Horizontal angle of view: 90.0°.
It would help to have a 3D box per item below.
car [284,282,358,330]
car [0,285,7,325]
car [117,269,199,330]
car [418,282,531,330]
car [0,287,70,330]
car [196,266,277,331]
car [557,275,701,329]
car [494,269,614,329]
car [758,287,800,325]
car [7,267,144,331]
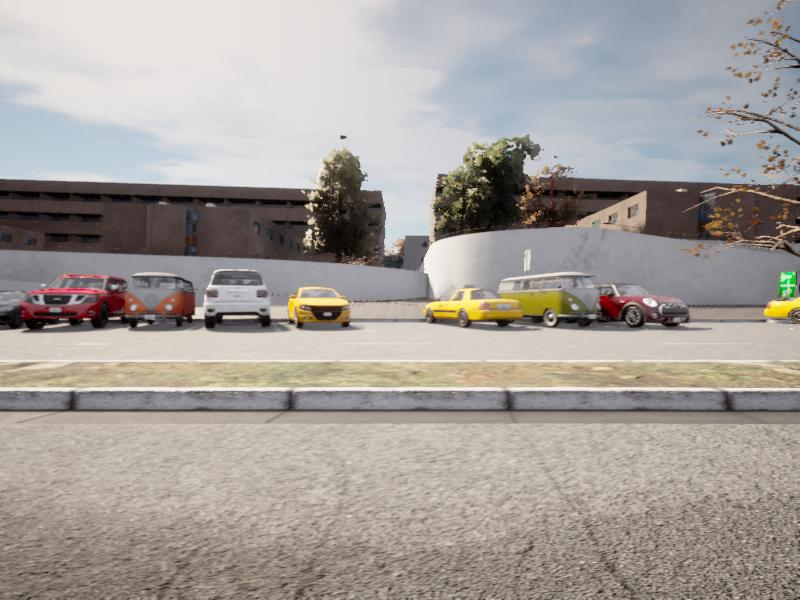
[{"bbox_3d":[-3.262,0.234,15.664,2.097,1.535,5.008,1,-1,-20],"label":"car"},{"bbox_3d":[-18.156,0.195,15.712,2.185,1.767,4.553,0,-1,-20],"label":"car"},{"bbox_3d":[-9.176,0.023,15.562,1.878,1.987,4.442,0,-1,-20],"label":"car"},{"bbox_3d":[2.625,0.234,15.823,1.946,1.575,5.366,0,-1,-20],"label":"car"},{"bbox_3d":[-15.169,0.330,15.679,2.002,1.452,4.674,0,-1,-20],"label":"car"},{"bbox_3d":[-6.254,-0.013,15.691,2.435,2.045,5.566,0,-1,-20],"label":"car"},{"bbox_3d":[8.642,0.113,15.674,2.185,1.767,4.553,1,-1,-20],"label":"car"},{"bbox_3d":[5.715,0.009,15.542,1.878,1.987,4.442,1,-1,-20],"label":"car"},{"bbox_3d":[17.651,0.240,15.456,1.946,1.575,5.366,1,-1,-20],"label":"car"},{"bbox_3d":[-12.179,0.016,15.650,2.435,2.045,5.566,0,-1,-20],"label":"car"}]
